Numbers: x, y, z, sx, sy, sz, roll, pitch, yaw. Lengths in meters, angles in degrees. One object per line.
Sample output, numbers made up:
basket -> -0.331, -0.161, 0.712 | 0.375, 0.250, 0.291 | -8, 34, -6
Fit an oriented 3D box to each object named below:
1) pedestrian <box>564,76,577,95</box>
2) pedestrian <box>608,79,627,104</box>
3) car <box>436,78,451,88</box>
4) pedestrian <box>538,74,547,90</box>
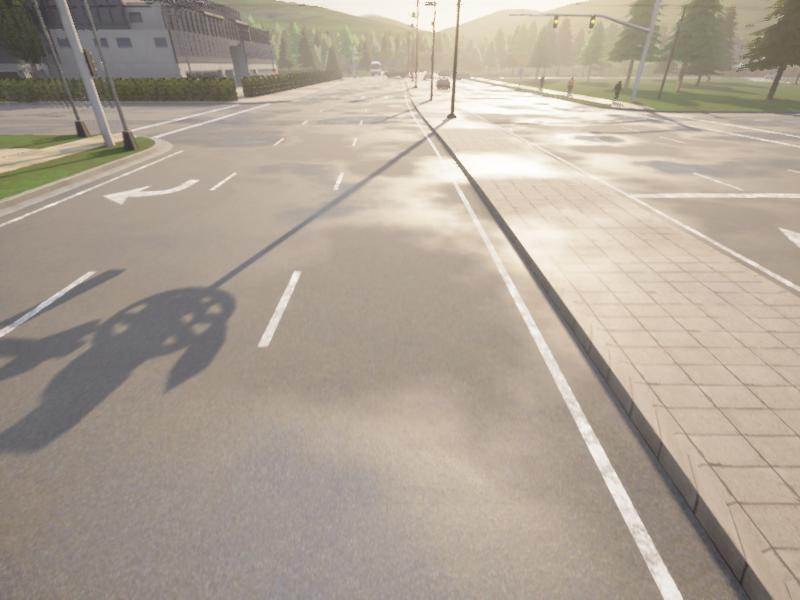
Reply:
pedestrian -> 19.121, -23.999, 44.817 | 0.751, 1.860, 0.751 | 1, 30, 1
pedestrian -> 18.840, -18.061, 34.667 | 0.751, 1.860, 0.751 | 1, 30, 2
car -> 6.970, -34.853, 64.219 | 1.994, 1.385, 4.181 | 0, 30, 0
pedestrian -> 19.361, -29.622, 54.429 | 0.751, 1.860, 0.751 | 1, 30, 1
